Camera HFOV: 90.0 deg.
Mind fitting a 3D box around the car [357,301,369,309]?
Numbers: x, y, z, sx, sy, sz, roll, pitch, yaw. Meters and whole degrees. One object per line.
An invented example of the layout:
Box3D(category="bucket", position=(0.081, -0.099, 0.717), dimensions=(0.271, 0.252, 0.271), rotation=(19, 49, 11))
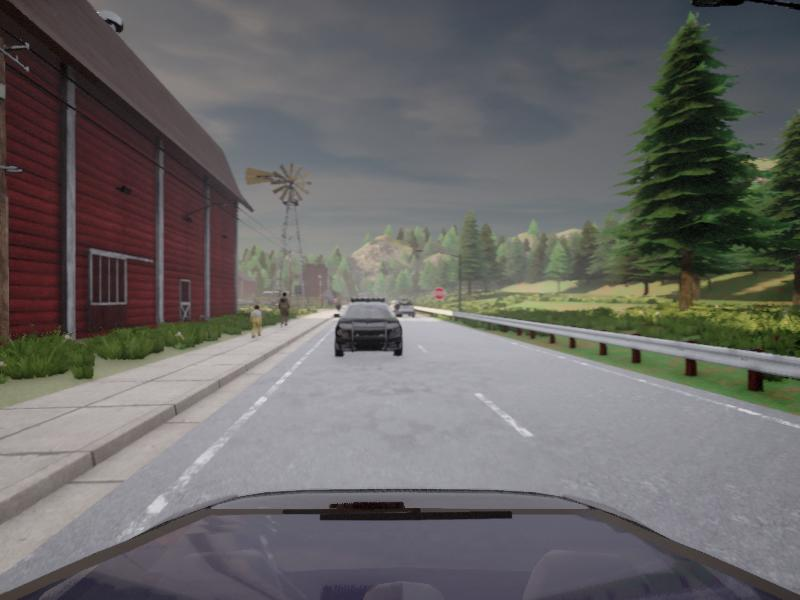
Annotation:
Box3D(category="car", position=(-6.045, 0.817, 65.738), dimensions=(1.895, 1.301, 4.718), rotation=(0, 0, -5))

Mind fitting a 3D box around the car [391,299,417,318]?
Box3D(category="car", position=(0.298, 0.720, 35.929), dimensions=(1.851, 1.617, 3.988), rotation=(0, 0, -5))

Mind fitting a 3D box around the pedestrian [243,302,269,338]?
Box3D(category="pedestrian", position=(-5.366, 0.737, 14.921), dimensions=(0.751, 1.300, 0.751), rotation=(0, 0, -6))

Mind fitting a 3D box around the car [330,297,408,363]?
Box3D(category="car", position=(-1.011, 0.748, 12.614), dimensions=(1.930, 1.638, 5.238), rotation=(0, 0, -5))

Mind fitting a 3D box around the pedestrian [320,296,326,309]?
Box3D(category="pedestrian", position=(-11.225, 0.373, 58.082), dimensions=(0.751, 1.860, 0.751), rotation=(0, 0, -5))

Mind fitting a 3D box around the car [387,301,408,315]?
Box3D(category="car", position=(-0.338, 0.788, 42.613), dimensions=(1.812, 1.442, 4.674), rotation=(0, 0, -5))

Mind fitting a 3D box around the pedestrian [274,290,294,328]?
Box3D(category="pedestrian", position=(-5.829, 0.447, 20.150), dimensions=(0.751, 1.860, 0.751), rotation=(0, 0, 0))
